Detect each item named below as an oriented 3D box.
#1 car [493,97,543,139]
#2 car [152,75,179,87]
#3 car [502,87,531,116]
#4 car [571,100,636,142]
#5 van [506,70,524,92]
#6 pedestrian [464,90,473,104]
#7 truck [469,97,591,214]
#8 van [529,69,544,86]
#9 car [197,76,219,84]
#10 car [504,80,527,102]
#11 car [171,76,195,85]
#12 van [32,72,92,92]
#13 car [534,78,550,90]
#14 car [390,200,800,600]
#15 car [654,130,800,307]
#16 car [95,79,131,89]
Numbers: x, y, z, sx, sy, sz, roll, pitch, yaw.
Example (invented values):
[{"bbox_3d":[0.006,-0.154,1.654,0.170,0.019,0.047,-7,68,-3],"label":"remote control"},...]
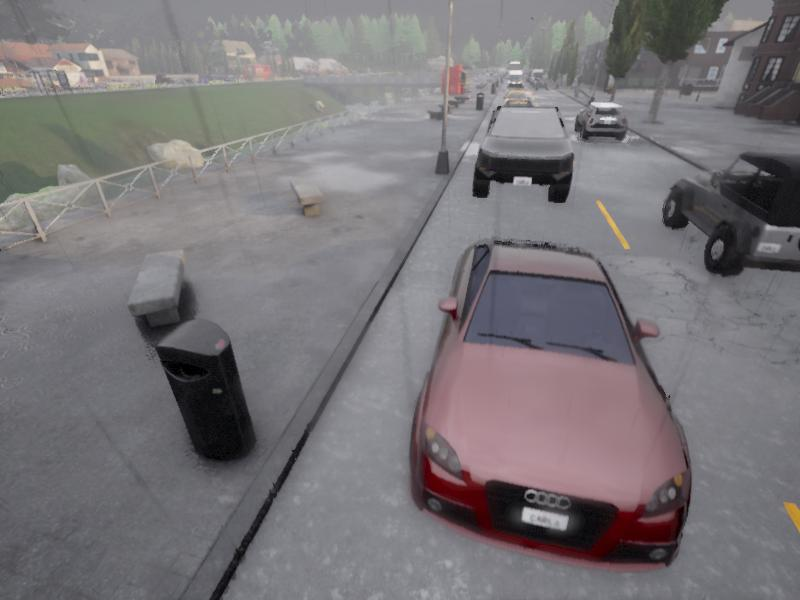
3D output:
[{"bbox_3d":[6.263,-9.855,21.403,2.128,1.511,4.902,7,31,12],"label":"car"},{"bbox_3d":[-42.703,-40.012,72.984,1.905,1.878,3.866,7,31,12],"label":"car"},{"bbox_3d":[8.769,-15.081,30.283,1.801,1.575,5.366,7,31,12],"label":"car"},{"bbox_3d":[9.947,-8.948,19.865,1.970,1.475,3.806,7,31,12],"label":"car"},{"bbox_3d":[16.230,-30.998,56.546,1.988,2.561,5.915,7,31,12],"label":"van"},{"bbox_3d":[6.112,-18.171,35.816,0.500,1.100,0.500,22,37,33],"label":"pedestrian"},{"bbox_3d":[3.612,-4.612,11.844,2.390,2.098,6.274,7,31,12],"label":"truck"},{"bbox_3d":[25.350,-41.366,74.279,1.988,2.561,5.915,7,31,12],"label":"van"},{"bbox_3d":[-39.883,-45.690,83.090,1.816,1.474,4.193,7,31,12],"label":"car"},{"bbox_3d":[11.756,-21.405,40.826,1.932,1.855,4.605,7,30,12],"label":"car"},{"bbox_3d":[-44.351,-44.911,81.867,1.970,1.475,3.806,7,31,12],"label":"car"},{"bbox_3d":[-50.447,-32.746,60.000,2.351,2.431,6.366,7,31,12],"label":"van"},{"bbox_3d":[21.097,-32.113,59.440,1.789,1.549,3.705,7,31,12],"label":"car"},{"bbox_3d":[1.402,0.290,4.174,1.994,1.385,4.181,7,31,12],"label":"car"},{"bbox_3d":[6.348,-1.651,6.959,1.905,1.878,3.866,7,31,12],"label":"car"},{"bbox_3d":[-48.397,-36.496,67.542,1.895,1.301,4.718,7,31,12],"label":"car"}]
